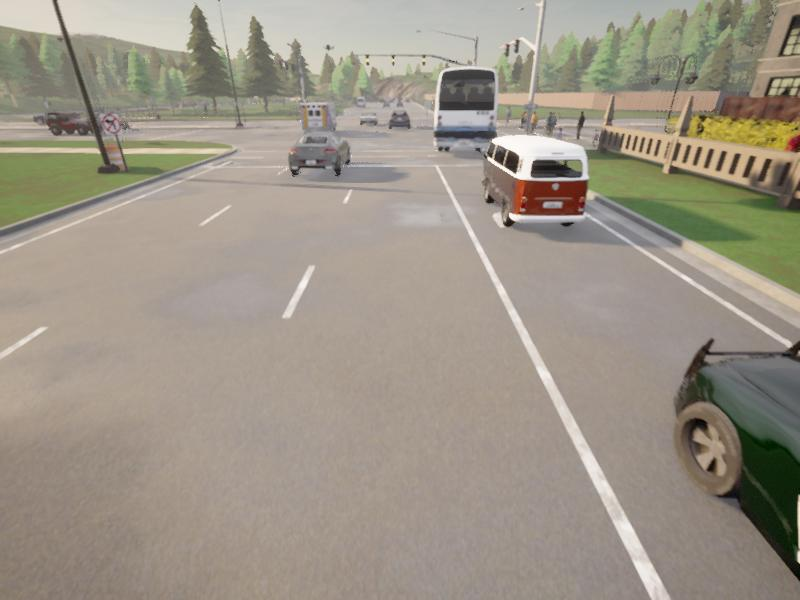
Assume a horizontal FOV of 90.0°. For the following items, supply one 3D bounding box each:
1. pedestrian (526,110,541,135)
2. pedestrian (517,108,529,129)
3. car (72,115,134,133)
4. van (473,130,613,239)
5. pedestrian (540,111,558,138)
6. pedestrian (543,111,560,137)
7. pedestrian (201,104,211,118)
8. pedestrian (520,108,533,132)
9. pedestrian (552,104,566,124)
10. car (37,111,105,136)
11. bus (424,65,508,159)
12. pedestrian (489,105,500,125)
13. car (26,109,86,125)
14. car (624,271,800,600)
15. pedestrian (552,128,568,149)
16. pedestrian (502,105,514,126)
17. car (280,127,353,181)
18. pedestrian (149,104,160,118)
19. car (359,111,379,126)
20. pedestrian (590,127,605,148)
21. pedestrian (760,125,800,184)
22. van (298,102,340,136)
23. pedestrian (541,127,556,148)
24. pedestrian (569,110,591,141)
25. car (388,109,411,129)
[{"bbox_3d":[10.849,-14.459,32.607,0.751,1.860,0.751,3,27,6],"label":"pedestrian"},{"bbox_3d":[11.782,-17.348,38.237,0.751,1.860,0.751,2,27,4],"label":"pedestrian"},{"bbox_3d":[-28.418,-16.895,38.397,4.181,1.385,1.994,0,27,1],"label":"car"},{"bbox_3d":[3.494,-3.382,10.956,2.069,2.038,4.480,0,27,0],"label":"van"},{"bbox_3d":[11.440,-13.505,30.741,0.751,1.860,0.751,-4,27,-8],"label":"pedestrian"},{"bbox_3d":[11.813,-13.755,31.242,0.751,1.860,0.751,0,27,0],"label":"pedestrian"},{"bbox_3d":[-28.493,-27.825,58.777,0.751,1.860,0.751,2,27,4],"label":"pedestrian"},{"bbox_3d":[11.346,-16.124,35.845,0.751,1.860,0.751,2,27,5],"label":"pedestrian"},{"bbox_3d":[16.718,-19.484,41.998,0.751,1.860,0.751,-7,28,-13],"label":"pedestrian"},{"bbox_3d":[-28.812,-15.528,35.167,3.866,1.878,1.905,0,27,1],"label":"car"},{"bbox_3d":[3.851,-11.782,24.902,3.944,4.253,10.273,3,27,6],"label":"bus"},{"bbox_3d":[9.722,-18.982,41.101,0.751,1.860,0.751,-1,27,-2],"label":"pedestrian"},{"bbox_3d":[-41.818,-22.263,48.716,5.238,1.638,1.930,0,27,1],"label":"car"},{"bbox_3d":[3.504,1.569,1.877,2.038,1.542,4.974,0,28,0],"label":"car"},{"bbox_3d":[9.329,-9.469,23.396,0.500,1.100,0.500,-6,28,-11],"label":"pedestrian"},{"bbox_3d":[11.037,-18.868,40.863,0.751,1.860,0.751,-1,27,-2],"label":"pedestrian"},{"bbox_3d":[-3.511,-6.693,17.948,2.152,1.651,5.027,0,27,0],"label":"car"},{"bbox_3d":[-36.505,-28.133,59.470,0.751,1.860,0.751,2,27,4],"label":"pedestrian"},{"bbox_3d":[-3.529,-20.947,46.090,1.895,1.301,4.718,0,27,0],"label":"car"},{"bbox_3d":[11.545,-9.514,23.459,0.500,1.100,0.500,6,28,12],"label":"pedestrian"},{"bbox_3d":[13.563,-5.042,13.886,0.751,1.860,0.751,0,27,1],"label":"pedestrian"},{"bbox_3d":[-7.022,-16.184,35.605,2.351,2.431,6.366,0,27,0],"label":"van"},{"bbox_3d":[8.732,-9.557,23.575,0.500,1.100,0.500,-8,28,-15],"label":"pedestrian"},{"bbox_3d":[12.311,-11.966,27.396,0.751,1.860,0.751,-13,30,-23],"label":"pedestrian"},{"bbox_3d":[-0.028,-18.695,41.249,2.242,1.667,4.611,0,27,0],"label":"car"}]
